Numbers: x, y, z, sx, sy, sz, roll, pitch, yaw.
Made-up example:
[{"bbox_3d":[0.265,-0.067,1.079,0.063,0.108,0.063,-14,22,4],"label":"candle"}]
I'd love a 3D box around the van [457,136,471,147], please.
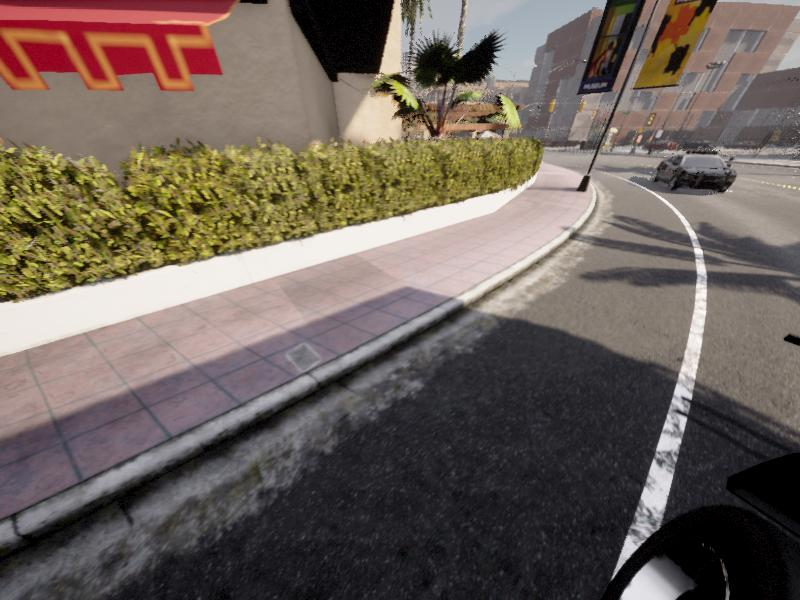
[{"bbox_3d":[19.056,-47.469,69.270,1.988,2.561,5.915,-4,35,-5],"label":"van"}]

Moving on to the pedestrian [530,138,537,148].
[{"bbox_3d":[31.540,-37.080,54.584,0.751,1.860,0.751,-4,35,-4],"label":"pedestrian"}]

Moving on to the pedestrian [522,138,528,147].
[{"bbox_3d":[31.423,-39.494,58.035,0.751,1.860,0.751,-2,35,-1],"label":"pedestrian"}]

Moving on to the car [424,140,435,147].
[{"bbox_3d":[8.946,-47.055,69.505,2.185,1.767,4.553,-5,35,-6],"label":"car"}]

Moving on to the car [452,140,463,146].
[{"bbox_3d":[20.587,-56.448,82.896,2.033,1.649,4.856,-4,35,-5],"label":"car"}]

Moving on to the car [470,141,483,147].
[{"bbox_3d":[22.683,-46.558,68.906,2.007,1.525,4.514,-4,35,-5],"label":"car"}]

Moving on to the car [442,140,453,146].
[{"bbox_3d":[17.034,-56.513,83.132,2.242,1.667,4.611,-4,35,-5],"label":"car"}]

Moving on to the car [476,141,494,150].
[{"bbox_3d":[20.949,-38.133,56.990,2.152,1.651,5.027,-4,35,-5],"label":"car"}]

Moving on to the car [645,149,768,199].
[{"bbox_3d":[15.025,-6.681,11.864,1.930,1.638,5.238,18,39,24],"label":"car"}]
